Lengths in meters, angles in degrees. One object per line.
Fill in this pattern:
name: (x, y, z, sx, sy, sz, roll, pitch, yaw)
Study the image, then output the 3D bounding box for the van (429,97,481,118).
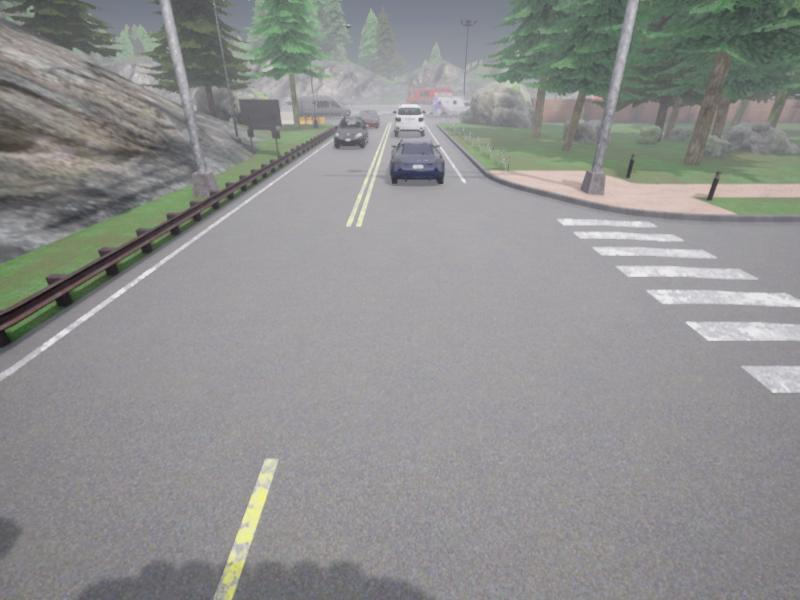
van: (7.161, -25.513, 52.916, 6.366, 2.431, 2.351, 0, 28, 0)

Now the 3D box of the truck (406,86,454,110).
truck: (5.426, -37.502, 74.291, 8.468, 3.827, 2.891, 0, 28, 0)

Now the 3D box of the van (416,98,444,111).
van: (5.097, -33.433, 68.512, 4.442, 1.987, 1.775, 0, 28, 0)

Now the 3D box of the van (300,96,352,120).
van: (-9.077, -23.880, 49.712, 5.915, 2.561, 1.988, 0, 28, 0)

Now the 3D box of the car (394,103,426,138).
car: (0.686, -13.652, 30.280, 2.150, 2.045, 5.566, 0, 28, 0)

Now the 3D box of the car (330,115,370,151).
car: (-2.845, -9.939, 23.669, 1.851, 1.617, 3.988, 0, 28, 0)

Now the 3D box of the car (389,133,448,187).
car: (0.625, -5.567, 15.574, 1.994, 1.385, 4.181, 0, 28, 0)

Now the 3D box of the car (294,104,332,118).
car: (-11.450, -25.049, 53.040, 4.514, 1.525, 2.007, 0, 28, 0)

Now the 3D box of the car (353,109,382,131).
car: (-2.793, -15.971, 35.316, 2.163, 1.488, 4.792, 0, 28, 0)
